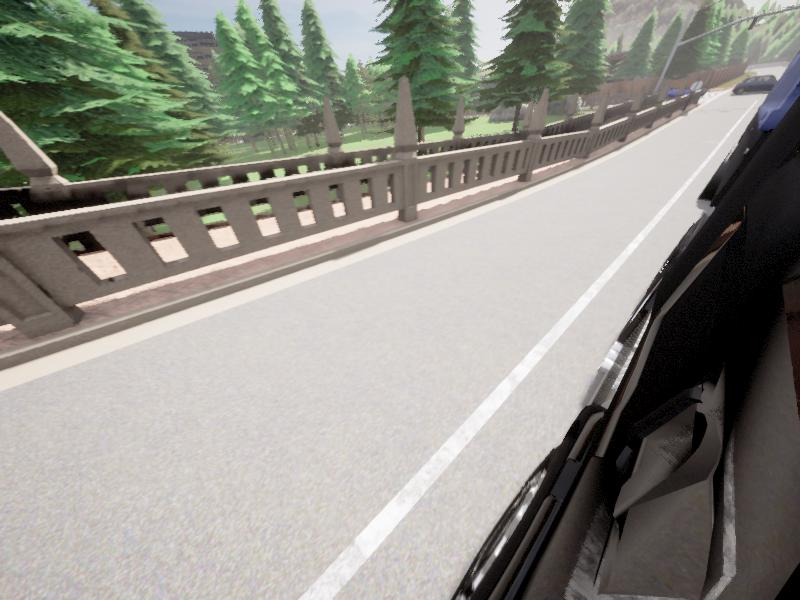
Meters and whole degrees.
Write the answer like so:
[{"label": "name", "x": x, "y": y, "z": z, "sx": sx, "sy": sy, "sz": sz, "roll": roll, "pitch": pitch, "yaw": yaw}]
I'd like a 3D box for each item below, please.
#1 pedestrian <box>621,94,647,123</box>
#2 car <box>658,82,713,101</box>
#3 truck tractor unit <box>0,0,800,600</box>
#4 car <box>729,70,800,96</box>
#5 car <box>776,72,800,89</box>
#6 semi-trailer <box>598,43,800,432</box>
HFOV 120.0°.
[{"label": "pedestrian", "x": 20.842, "y": -17.067, "z": 20.605, "sx": 0.751, "sy": 1.860, "sz": 0.751, "roll": -30, "pitch": 45, "yaw": -25}, {"label": "car", "x": 40.225, "y": -29.449, "z": 32.691, "sx": 2.007, "sy": 1.525, "sz": 4.514, "roll": -34, "pitch": 46, "yaw": -28}, {"label": "truck tractor unit", "x": 2.645, "y": -0.295, "z": 0.351, "sx": 6.516, "sy": 4.208, "sz": 3.053, "roll": -28, "pitch": 44, "yaw": -30}, {"label": "car", "x": 45.207, "y": -26.947, "z": 28.726, "sx": 4.553, "sy": 1.767, "sz": 2.097, "roll": 25, "pitch": 50, "yaw": 33}, {"label": "car", "x": 52.011, "y": -29.075, "z": 30.488, "sx": 4.181, "sy": 1.385, "sz": 1.994, "roll": -32, "pitch": 46, "yaw": -26}, {"label": "semi-trailer", "x": 8.669, "y": -3.682, "z": 4.169, "sx": 14.254, "sy": 4.402, "sz": 2.717, "roll": -29, "pitch": 44, "yaw": -29}]
